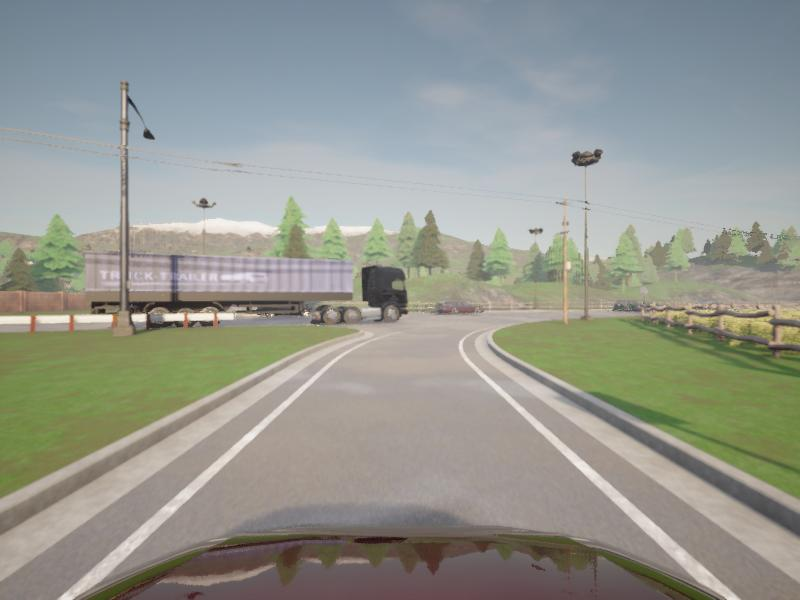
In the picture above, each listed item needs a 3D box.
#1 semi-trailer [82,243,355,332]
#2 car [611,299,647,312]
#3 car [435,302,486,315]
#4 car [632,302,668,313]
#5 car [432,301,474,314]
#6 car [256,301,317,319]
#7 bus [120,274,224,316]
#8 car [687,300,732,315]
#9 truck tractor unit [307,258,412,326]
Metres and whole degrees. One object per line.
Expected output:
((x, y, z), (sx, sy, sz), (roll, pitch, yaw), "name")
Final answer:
((-9.917, -0.607, 24.137), (14.254, 4.402, 2.717), (0, 0, -25), "semi-trailer")
((32.104, 0.718, 56.032), (4.553, 1.767, 2.097), (0, 0, -25), "car")
((6.644, 0.913, 44.064), (5.357, 1.411, 2.033), (0, 0, -25), "car")
((32.828, 0.929, 52.504), (4.181, 1.385, 1.994), (0, 0, -25), "car")
((6.333, 0.848, 47.788), (4.514, 1.525, 2.007), (0, 0, -25), "car")
((-10.253, 0.837, 36.125), (5.008, 1.535, 1.882), (0, 0, -25), "car")
((-25.857, -0.516, 46.258), (3.944, 4.253, 10.273), (1, 0, 22), "bus")
((35.721, 0.790, 46.104), (5.238, 1.638, 1.930), (0, 0, -25), "car")
((-2.792, -0.506, 27.578), (6.516, 4.208, 3.053), (0, 0, -27), "truck tractor unit")
